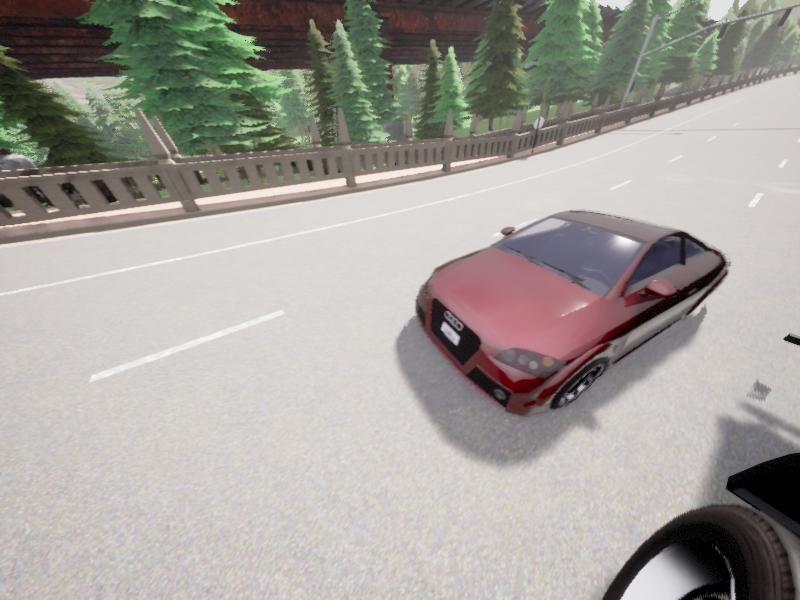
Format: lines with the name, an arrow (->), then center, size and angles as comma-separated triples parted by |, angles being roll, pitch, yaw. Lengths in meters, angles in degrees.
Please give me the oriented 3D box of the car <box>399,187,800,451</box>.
car -> 2.319, -0.349, 3.067 | 4.181, 1.385, 1.994 | -18, 39, -20
